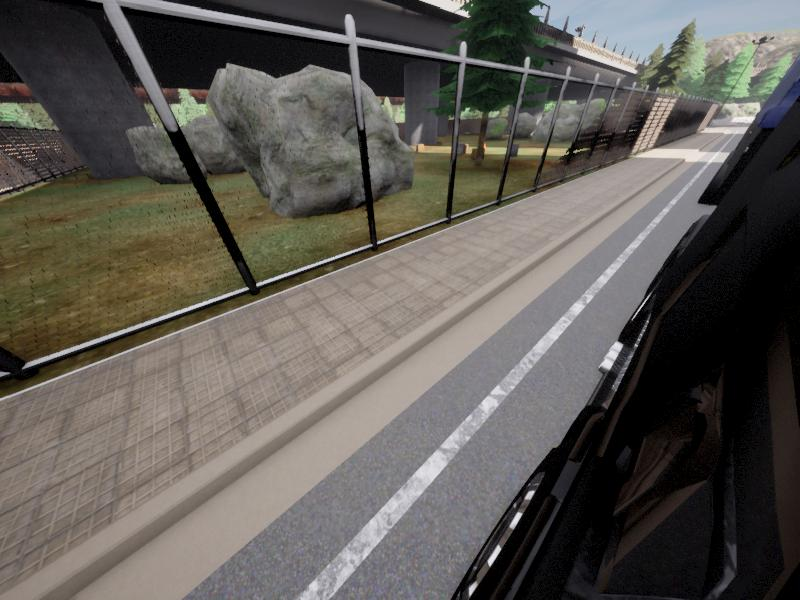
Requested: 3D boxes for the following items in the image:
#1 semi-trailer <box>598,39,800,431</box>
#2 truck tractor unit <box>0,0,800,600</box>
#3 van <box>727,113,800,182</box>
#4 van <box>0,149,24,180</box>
[{"bbox_3d":[8.701,-3.604,4.223,14.254,4.402,2.717,-28,44,-30],"label":"semi-trailer"},{"bbox_3d":[2.645,-0.295,0.351,6.516,4.208,3.053,-28,44,-30],"label":"truck tractor unit"},{"bbox_3d":[15.940,-6.338,9.425,4.480,2.038,2.069,-26,43,-29],"label":"van"},{"bbox_3d":[-34.554,-11.213,19.226,1.775,1.987,4.442,-28,44,-30],"label":"van"}]
